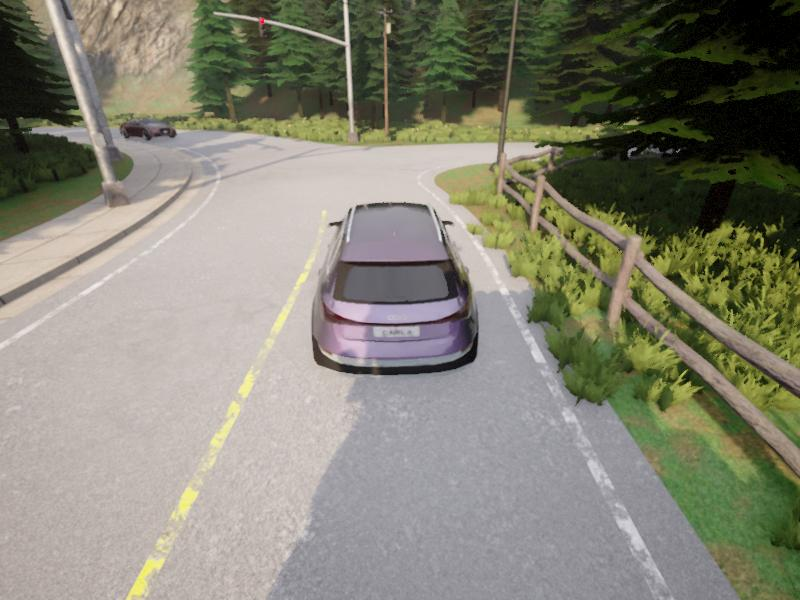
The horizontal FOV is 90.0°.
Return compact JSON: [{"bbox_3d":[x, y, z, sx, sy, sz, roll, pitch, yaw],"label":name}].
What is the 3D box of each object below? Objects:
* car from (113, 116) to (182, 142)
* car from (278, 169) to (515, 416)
[{"bbox_3d":[-17.691,-12.048,28.013,4.181,1.385,1.994,15,31,26],"label":"car"},{"bbox_3d":[-0.114,-0.668,5.962,2.033,1.649,4.856,-1,28,-2],"label":"car"}]
